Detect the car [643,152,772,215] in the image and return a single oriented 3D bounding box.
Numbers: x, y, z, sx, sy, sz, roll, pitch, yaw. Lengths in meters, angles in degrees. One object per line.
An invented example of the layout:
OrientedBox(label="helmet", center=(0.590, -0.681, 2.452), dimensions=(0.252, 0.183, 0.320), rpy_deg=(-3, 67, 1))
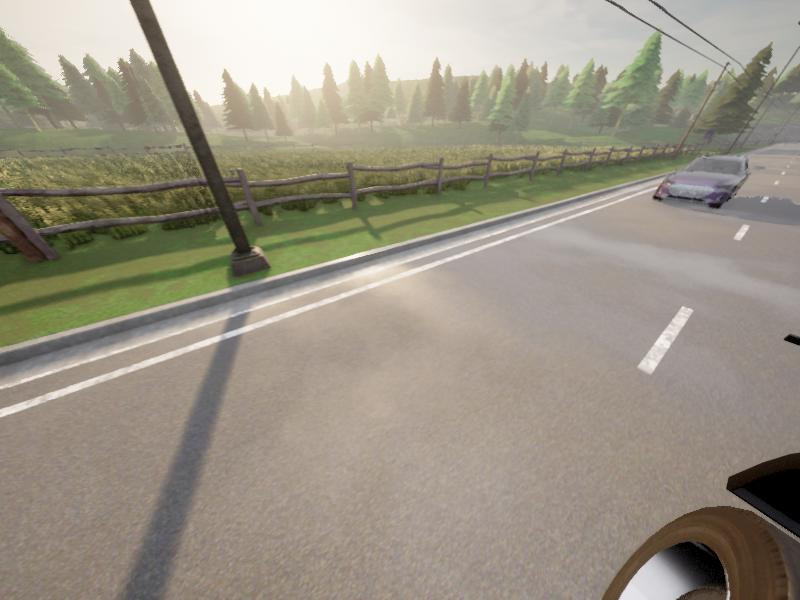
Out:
OrientedBox(label="car", center=(12.498, -4.937, 9.403), dimensions=(4.856, 1.649, 2.033), rpy_deg=(-22, 41, -28))
